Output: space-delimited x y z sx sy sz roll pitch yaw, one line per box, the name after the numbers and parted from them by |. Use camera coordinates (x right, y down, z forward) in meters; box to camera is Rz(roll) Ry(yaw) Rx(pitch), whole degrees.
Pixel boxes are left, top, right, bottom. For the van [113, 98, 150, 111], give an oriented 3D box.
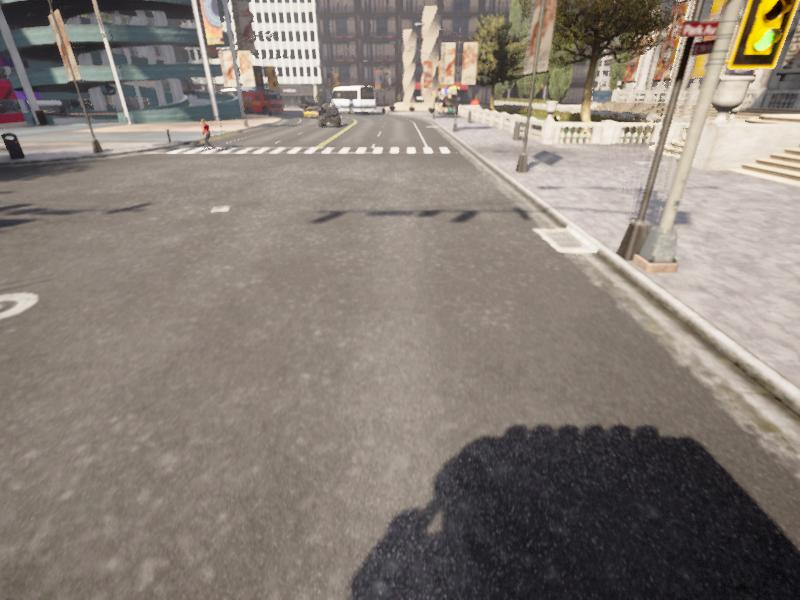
-57.545 -42.012 85.886 5.915 2.561 1.988 0 27 0 | van

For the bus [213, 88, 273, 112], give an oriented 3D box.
-31.386 -40.191 80.343 10.273 4.253 3.944 8 28 16 | bus

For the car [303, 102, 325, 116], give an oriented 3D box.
-14.228 -31.520 65.984 1.905 1.878 3.866 -18 32 -31 | car

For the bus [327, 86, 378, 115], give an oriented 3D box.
-8.294 -34.216 68.577 3.944 4.253 10.273 -18 32 -31 | bus

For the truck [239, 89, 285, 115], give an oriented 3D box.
-24.234 -34.765 70.212 8.468 3.827 2.891 21 34 35 | truck

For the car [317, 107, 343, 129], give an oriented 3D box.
-7.111 -18.684 40.947 1.905 1.878 3.866 -1 27 -1 | car

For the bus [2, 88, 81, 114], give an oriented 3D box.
-68.005 -37.947 76.209 10.273 4.253 3.944 0 27 0 | bus

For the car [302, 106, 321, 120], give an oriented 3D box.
-12.276 -25.926 55.406 1.801 1.575 5.366 -9 28 -16 | car

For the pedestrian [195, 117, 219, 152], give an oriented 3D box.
-11.449 -9.848 23.768 0.751 1.860 0.751 -1 27 -2 | pedestrian
